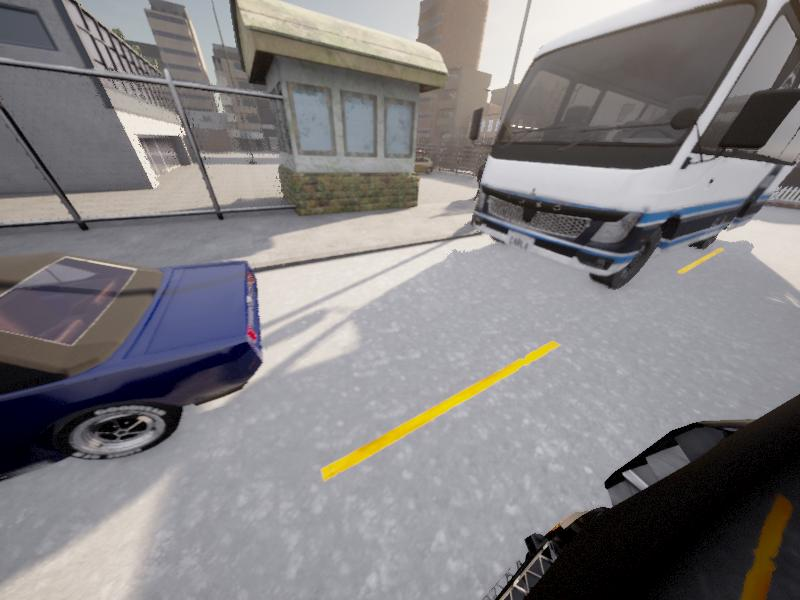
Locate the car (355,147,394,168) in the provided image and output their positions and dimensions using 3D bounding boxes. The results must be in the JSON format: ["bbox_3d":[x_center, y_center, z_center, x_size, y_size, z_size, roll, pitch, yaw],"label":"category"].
[{"bbox_3d":[-2.935,-16.498,26.833,3.866,1.878,1.905,-16,38,-26],"label":"car"}]

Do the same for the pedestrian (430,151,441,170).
[{"bbox_3d":[4.095,-16.199,26.867,0.751,1.860,0.751,-9,35,-17],"label":"pedestrian"}]

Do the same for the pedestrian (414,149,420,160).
[{"bbox_3d":[3.603,-31.107,49.328,0.751,1.860,0.751,-7,35,-15],"label":"pedestrian"}]

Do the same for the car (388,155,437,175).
[{"bbox_3d":[1.191,-12.757,21.840,4.193,1.474,1.816,-16,38,-26],"label":"car"}]

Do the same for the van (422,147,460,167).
[{"bbox_3d":[6.644,-23.841,38.339,2.351,2.431,6.366,-17,38,-27],"label":"van"}]

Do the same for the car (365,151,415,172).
[{"bbox_3d":[-1.023,-14.214,23.732,4.611,1.667,2.242,-16,38,-26],"label":"car"}]

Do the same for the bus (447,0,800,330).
[{"bbox_3d":[6.845,-3.476,5.952,10.273,4.253,3.944,-15,37,-25],"label":"bus"}]

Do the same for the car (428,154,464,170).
[{"bbox_3d":[6.301,-19.277,32.233,2.038,1.542,4.974,-15,37,-25],"label":"car"}]

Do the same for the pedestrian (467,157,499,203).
[{"bbox_3d":[3.915,-5.712,11.016,0.751,1.860,0.751,-21,40,-31],"label":"pedestrian"}]

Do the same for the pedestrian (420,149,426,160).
[{"bbox_3d":[4.694,-30.022,47.779,0.751,1.860,0.751,-22,41,-33],"label":"pedestrian"}]

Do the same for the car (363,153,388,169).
[{"bbox_3d":[-2.617,-15.039,25.035,2.207,1.379,1.481,-16,38,-26],"label":"car"}]

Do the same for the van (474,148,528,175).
[{"bbox_3d":[12.734,-17.815,29.643,1.988,2.561,5.915,-17,38,-27],"label":"van"}]

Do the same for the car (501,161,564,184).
[{"bbox_3d":[12.859,-12.701,22.859,2.128,1.511,4.902,-15,38,-25],"label":"car"}]

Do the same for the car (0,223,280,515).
[{"bbox_3d":[-3.682,0.583,1.625,4.718,1.301,1.895,-15,37,-25],"label":"car"}]
